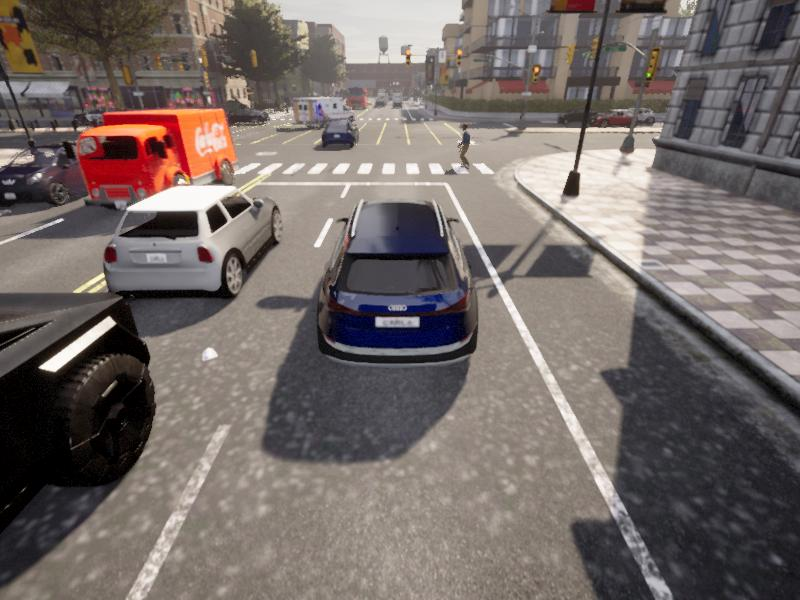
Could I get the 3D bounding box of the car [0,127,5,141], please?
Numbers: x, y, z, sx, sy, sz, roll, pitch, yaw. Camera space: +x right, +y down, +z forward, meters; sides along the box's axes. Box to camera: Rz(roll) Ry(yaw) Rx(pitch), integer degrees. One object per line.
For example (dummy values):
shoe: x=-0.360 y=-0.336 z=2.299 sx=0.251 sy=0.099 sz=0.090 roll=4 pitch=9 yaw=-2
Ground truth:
car: x=-29.318 y=-11.072 z=25.947 sx=4.902 sy=1.511 sz=2.128 roll=0 pitch=28 yaw=0

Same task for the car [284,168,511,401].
car: x=-0.033 y=-0.756 z=6.120 sx=2.033 sy=1.649 sz=4.856 roll=0 pitch=28 yaw=0

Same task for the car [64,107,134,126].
car: x=-29.407 y=-18.040 z=39.247 sx=4.974 sy=1.542 sz=2.038 roll=0 pitch=28 yaw=0

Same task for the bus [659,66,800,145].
bus: x=23.439 y=-12.395 z=25.539 sx=10.273 sy=4.253 sz=3.944 roll=1 pitch=28 yaw=1

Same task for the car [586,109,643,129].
car: x=19.286 y=-16.376 z=36.141 sx=3.806 sy=1.475 sz=1.970 roll=0 pitch=28 yaw=0

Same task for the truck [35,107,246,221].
truck: x=-7.046 y=-4.330 z=12.040 sx=2.627 sy=2.467 sz=5.204 roll=0 pitch=28 yaw=0

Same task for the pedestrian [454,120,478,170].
pedestrian: x=2.741 y=-6.501 z=16.797 sx=0.751 sy=1.860 sz=0.751 roll=0 pitch=28 yaw=-1

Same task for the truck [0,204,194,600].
truck: x=-3.507 y=1.539 z=1.225 sx=2.390 sy=2.098 sz=6.274 roll=0 pitch=28 yaw=0

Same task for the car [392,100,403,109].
car: x=-0.461 y=-37.845 z=77.232 sx=2.033 sy=1.411 sz=5.357 roll=0 pitch=28 yaw=0

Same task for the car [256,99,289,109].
car: x=-23.242 y=-35.696 z=72.866 sx=5.238 sy=1.638 sz=1.930 roll=4 pitch=28 yaw=8

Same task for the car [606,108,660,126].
car: x=22.785 y=-17.997 z=39.241 sx=3.806 sy=1.475 sz=1.970 roll=0 pitch=28 yaw=0

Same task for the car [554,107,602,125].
car: x=17.353 y=-18.033 z=39.224 sx=3.705 sy=1.549 sz=1.789 roll=0 pitch=28 yaw=0

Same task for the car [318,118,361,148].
car: x=-3.648 y=-10.445 z=24.912 sx=1.994 sy=1.385 sz=4.181 roll=0 pitch=28 yaw=0

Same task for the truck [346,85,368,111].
truck: x=-7.431 y=-35.760 z=70.632 sx=2.891 sy=3.827 sz=8.468 roll=0 pitch=28 yaw=0

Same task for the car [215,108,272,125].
car: x=-15.244 y=-17.993 z=39.251 sx=4.674 sy=1.442 sz=1.812 roll=0 pitch=28 yaw=0

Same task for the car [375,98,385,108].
car: x=-3.986 y=-39.937 z=80.979 sx=1.930 sy=1.638 sz=5.238 roll=0 pitch=28 yaw=0

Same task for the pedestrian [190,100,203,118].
pedestrian: x=-23.528 y=-22.089 z=46.246 sx=0.751 sy=1.860 sz=0.751 roll=3 pitch=28 yaw=6

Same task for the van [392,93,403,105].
van: x=-0.571 y=-47.746 z=95.045 sx=2.351 sy=2.431 sz=6.366 roll=0 pitch=28 yaw=0

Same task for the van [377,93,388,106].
van: x=-4.059 y=-46.675 z=92.996 sx=2.351 sy=2.431 sz=6.366 roll=0 pitch=28 yaw=0

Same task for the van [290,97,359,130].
van: x=-6.714 y=-17.114 z=36.515 sx=2.351 sy=2.431 sz=6.366 roll=17 pitch=32 yaw=29

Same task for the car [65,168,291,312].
car: x=-3.539 y=-1.353 z=7.422 sx=1.970 sy=1.475 sz=3.806 roll=0 pitch=28 yaw=0

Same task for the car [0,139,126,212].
car: x=-10.643 y=-3.939 z=12.304 sx=1.845 sy=1.501 sz=3.633 roll=-1 pitch=28 yaw=-2
